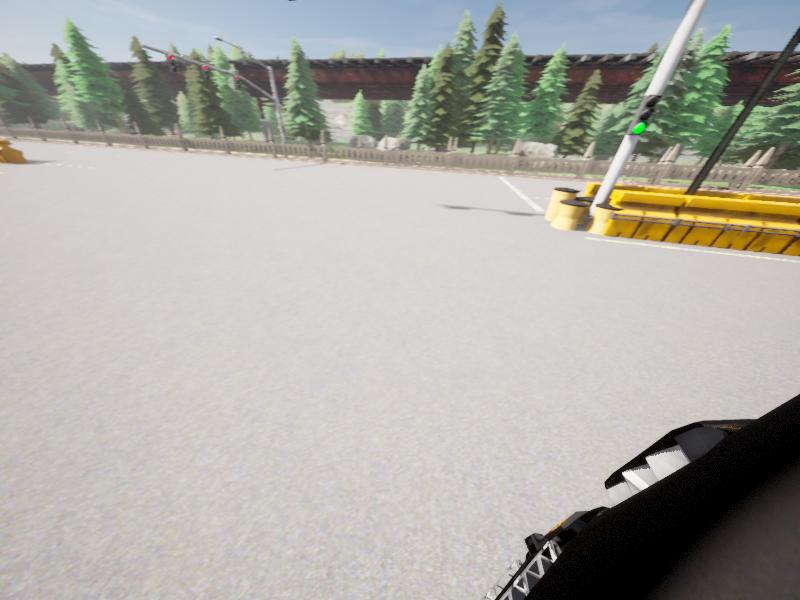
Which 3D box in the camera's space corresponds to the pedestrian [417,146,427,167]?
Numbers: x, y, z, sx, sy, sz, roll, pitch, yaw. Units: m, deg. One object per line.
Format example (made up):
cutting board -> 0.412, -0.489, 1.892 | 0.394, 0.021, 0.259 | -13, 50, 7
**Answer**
pedestrian -> 2.334, -15.310, 24.632 | 0.751, 1.860, 0.751 | 10, 35, 10
